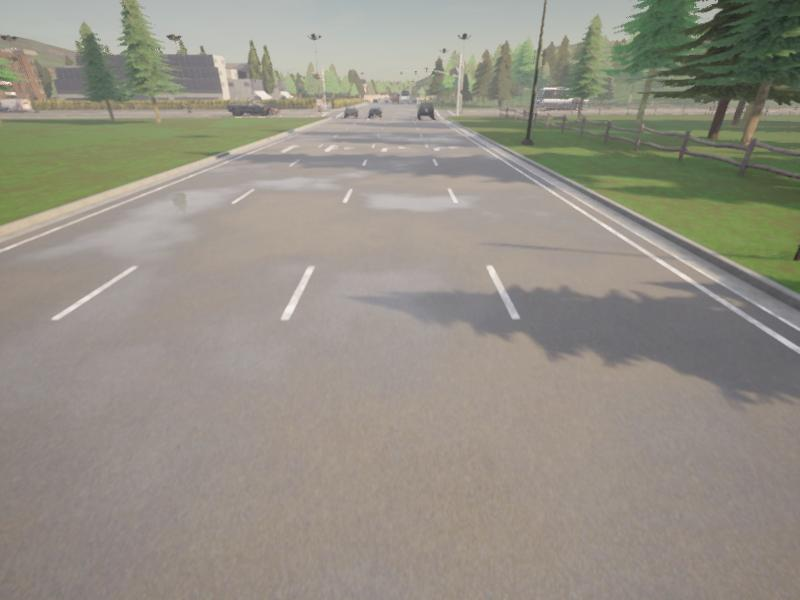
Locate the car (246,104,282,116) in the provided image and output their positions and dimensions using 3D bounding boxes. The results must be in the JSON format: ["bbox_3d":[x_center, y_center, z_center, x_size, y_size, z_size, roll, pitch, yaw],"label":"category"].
[{"bbox_3d":[-22.325,-31.207,65.693,5.027,1.651,2.152,0,27,0],"label":"car"}]

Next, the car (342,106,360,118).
[{"bbox_3d":[-7.172,-27.733,58.941,2.128,1.511,4.902,-1,27,-1],"label":"car"}]

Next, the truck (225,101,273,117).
[{"bbox_3d":[-23.470,-29.808,62.458,6.274,2.098,2.390,-1,27,-1],"label":"truck"}]

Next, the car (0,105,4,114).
[{"bbox_3d":[-78.619,-36.031,75.610,4.974,1.542,2.038,0,27,0],"label":"car"}]

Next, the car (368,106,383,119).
[{"bbox_3d":[-3.480,-27.231,57.955,1.837,1.490,4.892,0,27,1],"label":"car"}]

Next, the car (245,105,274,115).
[{"bbox_3d":[-24.177,-32.679,68.845,4.181,1.385,1.994,0,27,-1],"label":"car"}]

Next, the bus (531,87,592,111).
[{"bbox_3d":[32.929,-41.277,81.969,10.273,4.253,3.944,-1,27,-1],"label":"bus"}]

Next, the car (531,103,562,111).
[{"bbox_3d":[29.128,-38.427,79.582,5.357,1.411,2.033,-1,27,-1],"label":"car"}]

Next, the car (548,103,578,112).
[{"bbox_3d":[31.105,-36.888,76.463,4.892,1.490,1.837,-1,27,-1],"label":"car"}]

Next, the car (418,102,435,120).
[{"bbox_3d":[3.533,-25.752,54.422,2.150,2.045,5.566,0,27,2],"label":"car"}]
